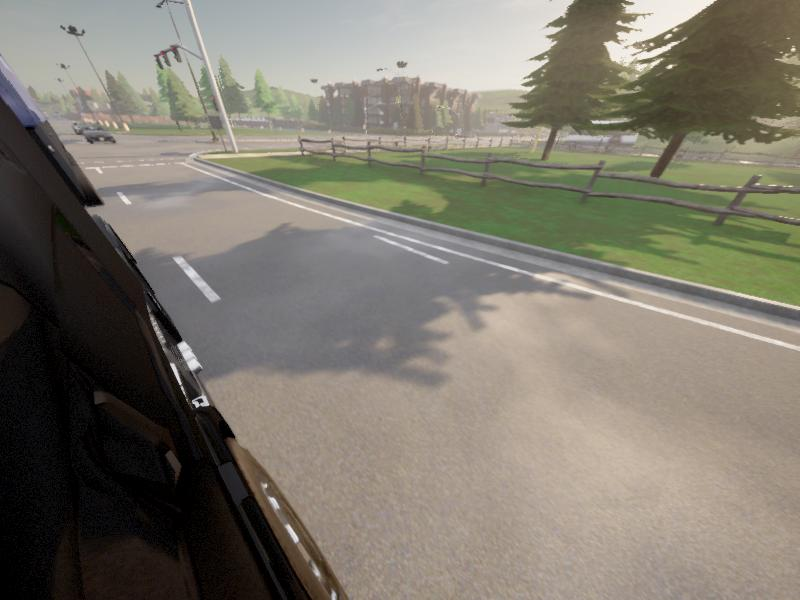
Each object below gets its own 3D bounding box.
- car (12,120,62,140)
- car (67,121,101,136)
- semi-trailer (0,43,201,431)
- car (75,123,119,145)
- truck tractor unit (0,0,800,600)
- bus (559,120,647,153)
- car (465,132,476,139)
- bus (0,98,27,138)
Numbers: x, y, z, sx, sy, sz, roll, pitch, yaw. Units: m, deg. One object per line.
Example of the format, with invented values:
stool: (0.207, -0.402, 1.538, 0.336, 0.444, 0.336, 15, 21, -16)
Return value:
car: (-37.047, -17.418, 23.659, 4.902, 1.511, 2.128, 28, 44, 30)
car: (-40.961, -22.214, 29.900, 3.806, 1.475, 1.970, 28, 44, 30)
semi-trailer: (-8.703, -3.580, 4.254, 14.254, 4.402, 2.717, 28, 44, 30)
car: (-28.750, -15.739, 21.904, 4.193, 1.474, 1.816, 28, 44, 30)
truck tractor unit: (-2.645, -0.295, 0.351, 6.516, 4.208, 3.053, 28, 44, 30)
bus: (34.621, -28.258, 39.962, 10.273, 4.253, 3.944, 27, 43, 31)
car: (23.480, -54.734, 76.877, 1.905, 1.878, 3.866, 28, 44, 30)
bus: (-43.671, -19.415, 23.668, 10.273, 4.253, 3.944, 28, 44, 30)
